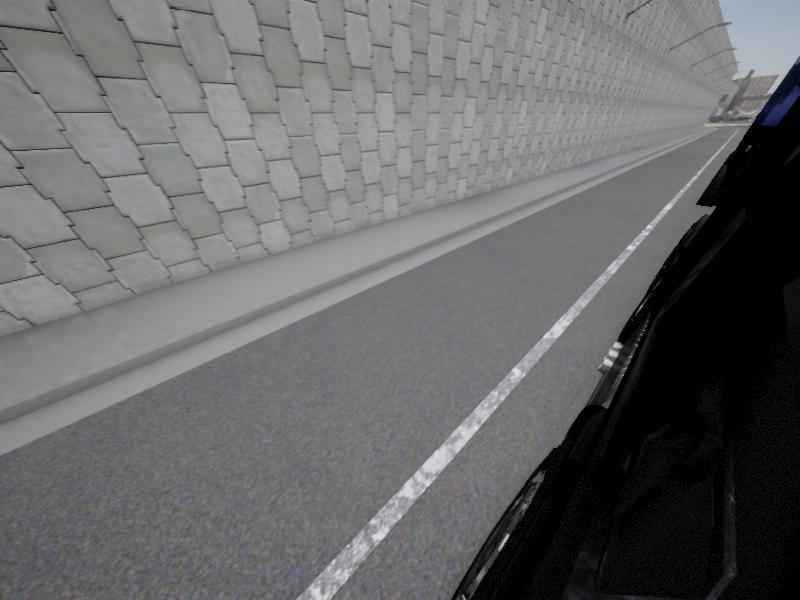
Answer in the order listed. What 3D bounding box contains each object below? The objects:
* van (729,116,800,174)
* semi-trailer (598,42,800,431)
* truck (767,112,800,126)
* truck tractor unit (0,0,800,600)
[{"bbox_3d":[18.260,-7.629,11.197,4.442,1.987,1.775,-28,43,-30],"label":"van"},{"bbox_3d":[8.713,-3.578,4.236,14.254,4.402,2.717,-28,44,-30],"label":"semi-trailer"},{"bbox_3d":[78.311,-35.567,45.285,2.390,2.098,6.274,-23,41,-26],"label":"truck"},{"bbox_3d":[2.645,-0.295,0.351,6.516,4.208,3.053,-28,44,-30],"label":"truck tractor unit"}]
